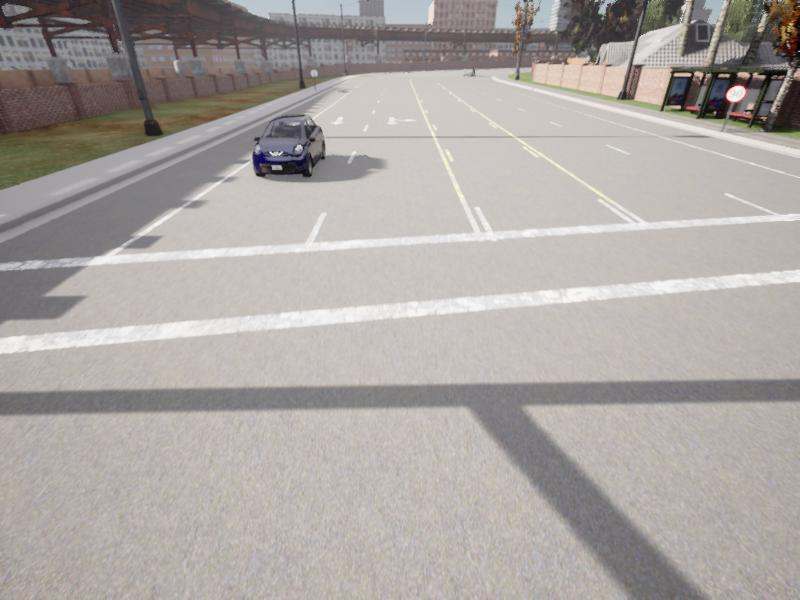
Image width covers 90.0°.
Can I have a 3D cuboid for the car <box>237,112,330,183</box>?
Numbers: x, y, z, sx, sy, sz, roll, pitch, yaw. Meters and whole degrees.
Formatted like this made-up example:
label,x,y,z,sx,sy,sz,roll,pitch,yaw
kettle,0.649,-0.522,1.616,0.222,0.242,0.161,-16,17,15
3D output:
label,x,y,z,sx,sy,sz,roll,pitch,yaw
car,-3.524,-5.001,12.838,1.845,1.501,3.633,0,31,0
